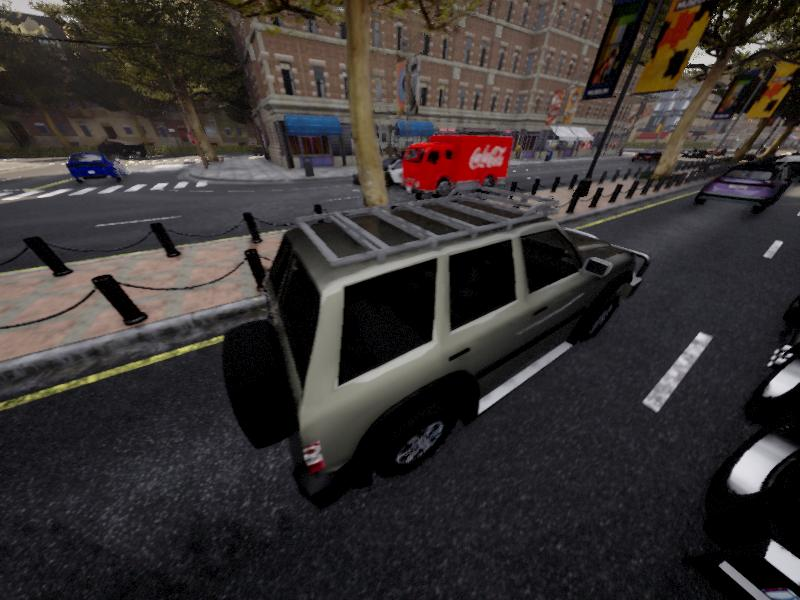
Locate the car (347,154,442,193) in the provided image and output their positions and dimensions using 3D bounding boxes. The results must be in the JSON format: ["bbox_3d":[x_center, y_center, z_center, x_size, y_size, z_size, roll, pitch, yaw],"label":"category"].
[{"bbox_3d":[-0.243,-7.399,13.317,4.974,1.542,2.038,-19,39,-25],"label":"car"}]

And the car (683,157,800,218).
[{"bbox_3d":[14.764,-4.913,9.772,4.856,1.649,2.033,-19,39,-25],"label":"car"}]

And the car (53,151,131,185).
[{"bbox_3d":[-19.720,-8.764,15.117,1.882,1.535,5.008,-24,42,-31],"label":"car"}]

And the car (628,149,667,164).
[{"bbox_3d":[31.499,-18.290,29.377,4.181,1.385,1.994,-19,39,-26],"label":"car"}]

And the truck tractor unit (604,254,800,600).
[{"bbox_3d":[5.090,-0.321,0.809,6.516,4.208,3.053,-19,39,-25],"label":"truck tractor unit"}]

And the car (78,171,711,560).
[{"bbox_3d":[0.812,-0.200,2.657,4.605,1.855,1.932,-19,39,-25],"label":"car"}]

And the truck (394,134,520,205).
[{"bbox_3d":[2.627,-6.422,11.106,5.204,2.467,2.627,-19,39,-26],"label":"truck"}]

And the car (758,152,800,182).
[{"bbox_3d":[29.067,-9.862,16.992,5.238,1.638,1.930,-19,39,-26],"label":"car"}]

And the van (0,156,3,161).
[{"bbox_3d":[-49.493,-16.143,24.719,6.366,2.431,2.351,-19,39,-26],"label":"van"}]

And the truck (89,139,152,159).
[{"bbox_3d":[-37.754,-20.436,31.278,6.274,2.098,2.390,10,35,14],"label":"truck"}]

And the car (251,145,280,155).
[{"bbox_3d":[-24.040,-26.863,41.273,4.181,1.385,1.994,-18,39,-24],"label":"car"}]
